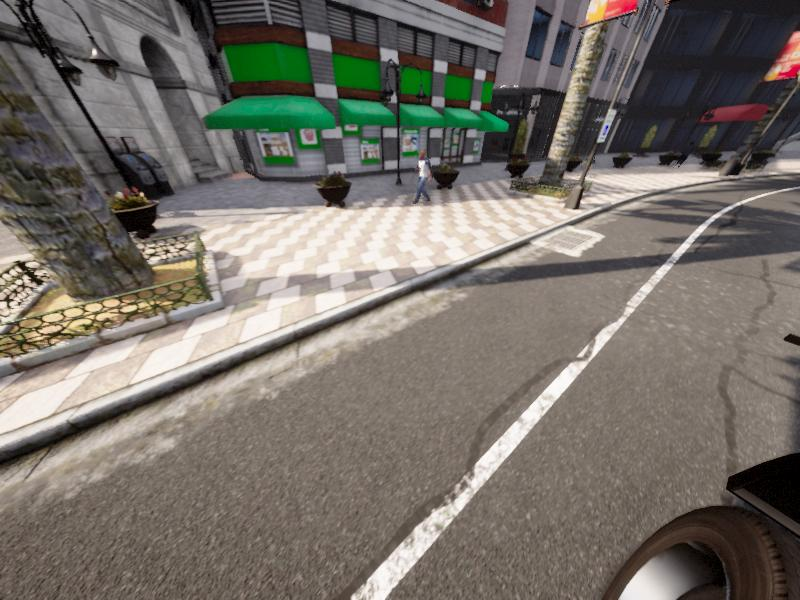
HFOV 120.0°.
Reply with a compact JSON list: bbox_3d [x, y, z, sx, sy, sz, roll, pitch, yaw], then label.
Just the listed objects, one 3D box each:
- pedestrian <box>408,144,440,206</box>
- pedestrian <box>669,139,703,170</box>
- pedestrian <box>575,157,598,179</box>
[{"bbox_3d":[0.825,-4.494,8.352,0.751,1.860,0.751,-23,41,-28],"label":"pedestrian"},{"bbox_3d":[21.146,-10.793,17.121,0.751,1.860,0.751,-23,41,-29],"label":"pedestrian"},{"bbox_3d":[10.885,-7.714,13.496,0.500,1.100,0.500,-18,39,-23],"label":"pedestrian"}]
